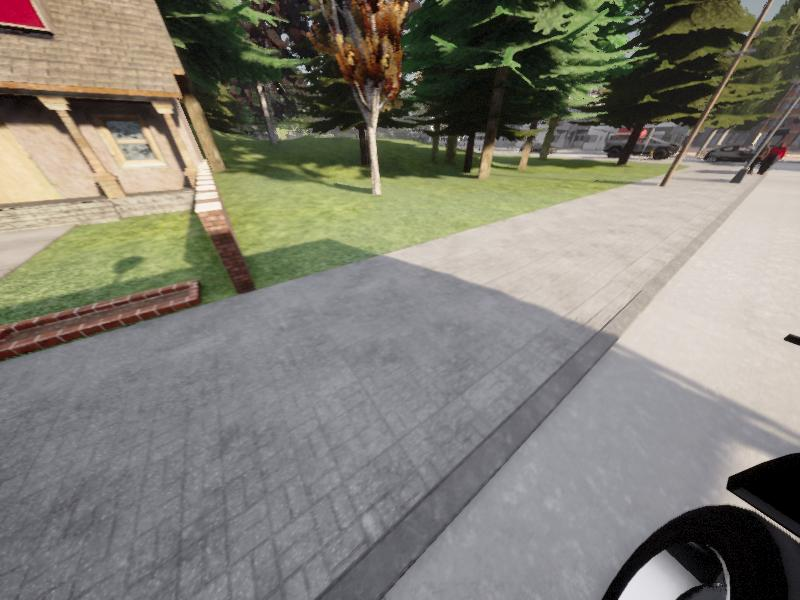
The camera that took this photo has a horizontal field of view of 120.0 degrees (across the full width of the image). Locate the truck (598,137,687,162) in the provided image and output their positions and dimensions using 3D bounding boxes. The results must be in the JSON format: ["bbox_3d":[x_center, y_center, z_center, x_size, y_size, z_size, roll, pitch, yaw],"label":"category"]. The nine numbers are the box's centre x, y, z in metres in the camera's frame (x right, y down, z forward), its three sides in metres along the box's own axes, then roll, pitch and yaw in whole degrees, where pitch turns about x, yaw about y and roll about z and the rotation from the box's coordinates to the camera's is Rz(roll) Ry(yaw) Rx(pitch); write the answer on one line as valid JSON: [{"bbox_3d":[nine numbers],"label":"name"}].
[{"bbox_3d":[27.123,-17.185,26.200,2.390,2.098,6.274,-22,41,-28],"label":"truck"}]

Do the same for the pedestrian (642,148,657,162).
[{"bbox_3d":[24.144,-13.985,22.336,0.500,1.100,0.500,-24,42,-30],"label":"pedestrian"}]

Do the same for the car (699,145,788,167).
[{"bbox_3d":[31.333,-13.343,21.261,1.816,1.474,4.193,-19,39,-24],"label":"car"}]

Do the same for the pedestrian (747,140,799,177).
[{"bbox_3d":[22.840,-8.685,14.179,0.751,1.860,0.751,-15,38,-20],"label":"pedestrian"}]

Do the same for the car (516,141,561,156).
[{"bbox_3d":[20.399,-22.490,34.187,2.152,1.651,5.027,-22,41,-28],"label":"car"}]

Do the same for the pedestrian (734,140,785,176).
[{"bbox_3d":[22.261,-8.808,14.358,0.751,1.860,0.751,-13,37,-17],"label":"pedestrian"}]
